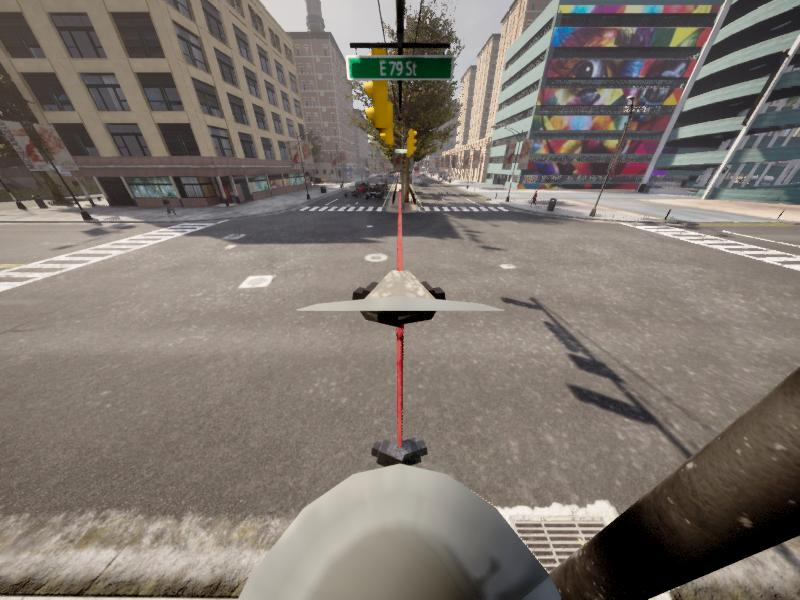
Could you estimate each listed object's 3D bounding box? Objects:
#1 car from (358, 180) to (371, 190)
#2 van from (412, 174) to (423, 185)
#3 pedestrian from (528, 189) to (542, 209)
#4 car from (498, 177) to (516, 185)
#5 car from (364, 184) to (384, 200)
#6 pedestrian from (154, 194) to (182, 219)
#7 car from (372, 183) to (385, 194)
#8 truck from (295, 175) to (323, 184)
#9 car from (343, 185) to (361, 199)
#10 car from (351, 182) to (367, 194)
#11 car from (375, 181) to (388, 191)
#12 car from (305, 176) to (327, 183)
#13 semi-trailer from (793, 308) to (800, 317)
[{"bbox_3d":[-7.190,-23.368,46.985,1.837,1.490,4.892,0,30,0],"label":"car"},{"bbox_3d":[4.380,-30.851,59.014,2.351,2.431,6.366,0,30,0],"label":"van"},{"bbox_3d":[13.930,-10.413,23.829,0.751,1.860,0.751,18,34,28],"label":"pedestrian"},{"bbox_3d":[27.196,-30.383,58.961,2.161,1.482,4.786,0,30,0],"label":"car"},{"bbox_3d":[-3.699,-15.732,33.585,2.242,1.667,4.611,0,30,0],"label":"car"},{"bbox_3d":[-19.595,-7.944,19.552,0.751,1.860,0.751,3,30,5],"label":"pedestrian"},{"bbox_3d":[-3.683,-19.398,40.235,1.994,1.385,4.181,0,30,0],"label":"car"},{"bbox_3d":[-24.589,-32.674,62.500,6.274,2.098,2.390,0,30,-1],"label":"truck"},{"bbox_3d":[-7.157,-16.313,34.815,1.812,1.442,4.674,0,30,0],"label":"car"},{"bbox_3d":[-7.178,-20.111,41.312,2.007,1.525,4.514,0,30,0],"label":"car"},{"bbox_3d":[-3.663,-22.793,45.972,2.128,1.511,4.902,0,30,0],"label":"car"},{"bbox_3d":[-23.824,-34.244,65.744,5.366,1.575,1.801,-1,30,-2],"label":"car"},{"bbox_3d":[19.358,-0.744,4.875,14.254,4.402,2.717,0,30,0],"label":"semi-trailer"}]
